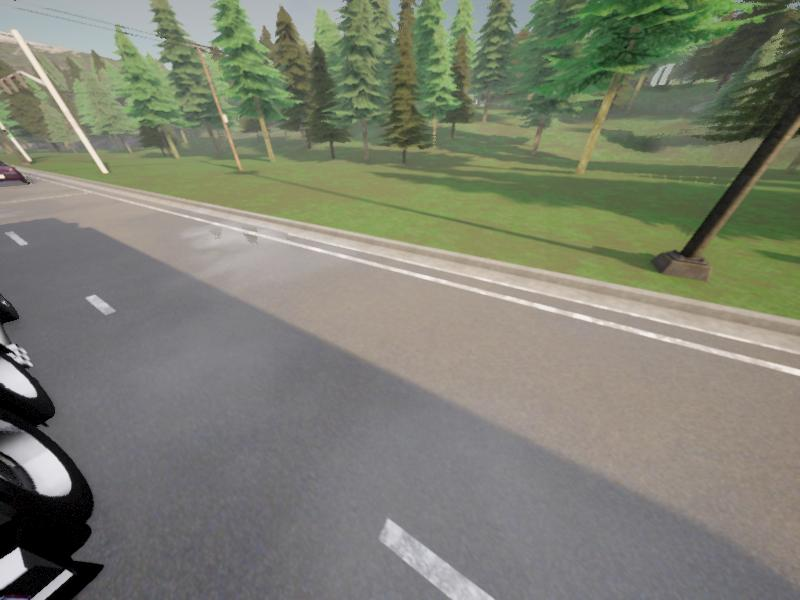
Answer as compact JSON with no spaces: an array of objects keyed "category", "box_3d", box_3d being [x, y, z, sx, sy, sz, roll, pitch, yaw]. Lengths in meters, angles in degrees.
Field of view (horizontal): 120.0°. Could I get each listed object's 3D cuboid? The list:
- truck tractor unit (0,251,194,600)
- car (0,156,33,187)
[{"category":"truck tractor unit","box_3d":[-5.088,-0.323,0.811,6.516,4.208,3.053,19,39,25]},{"category":"car","box_3d":[-26.019,-8.217,14.711,4.193,1.474,1.816,17,39,24]}]
